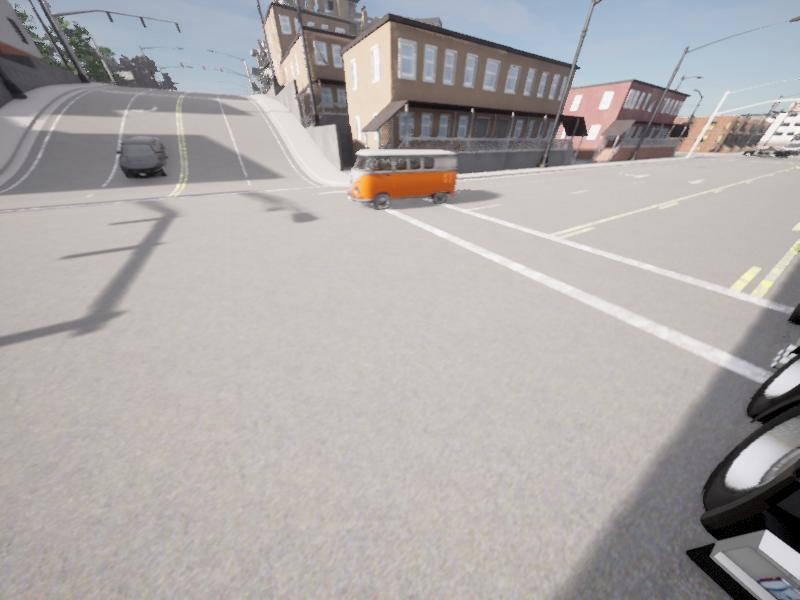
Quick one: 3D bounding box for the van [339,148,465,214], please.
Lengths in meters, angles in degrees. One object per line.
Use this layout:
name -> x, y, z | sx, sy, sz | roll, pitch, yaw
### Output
van -> 0.074, -4.928, 9.354 | 4.442, 1.987, 1.775 | -13, 37, -19

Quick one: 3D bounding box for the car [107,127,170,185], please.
car -> -16.375, -9.312, 14.746 | 1.882, 1.535, 5.008 | -19, 55, -25

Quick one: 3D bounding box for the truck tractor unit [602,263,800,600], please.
truck tractor unit -> 5.113, -0.296, 0.788 | 6.516, 4.208, 3.053 | -18, 39, -24
